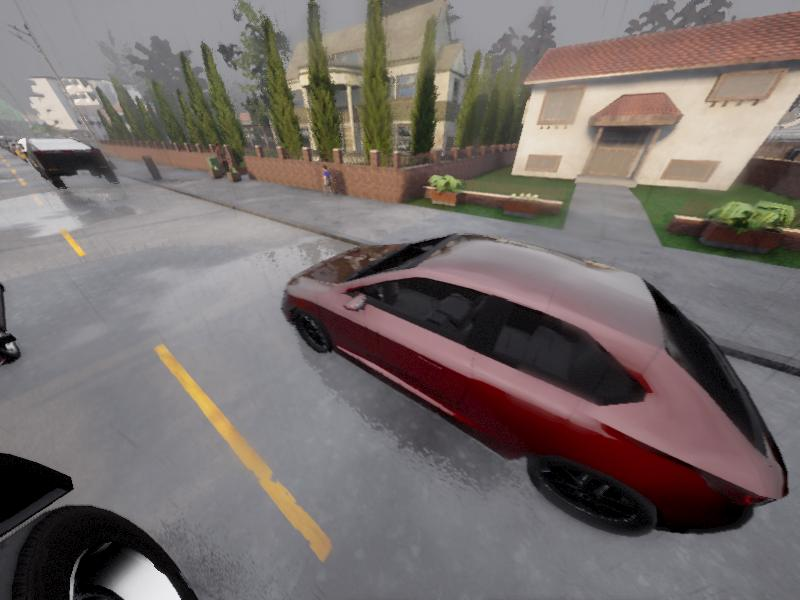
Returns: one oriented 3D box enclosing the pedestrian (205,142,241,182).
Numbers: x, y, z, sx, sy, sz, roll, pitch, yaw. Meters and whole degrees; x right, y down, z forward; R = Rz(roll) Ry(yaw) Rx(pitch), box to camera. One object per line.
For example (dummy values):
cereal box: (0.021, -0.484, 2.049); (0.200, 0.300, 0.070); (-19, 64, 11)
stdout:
pedestrian: (-9.820, -7.673, 12.874); (0.751, 1.860, 0.751); (16, 38, 21)

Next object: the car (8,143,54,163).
car: (-38.896, -15.593, 24.334); (5.366, 1.575, 1.801); (22, 40, 27)

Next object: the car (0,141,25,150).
car: (-71.321, -28.397, 42.398); (4.181, 1.385, 1.994); (22, 40, 27)

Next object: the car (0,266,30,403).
car: (-6.308, 0.182, 2.412); (4.181, 1.385, 1.994); (22, 41, 28)

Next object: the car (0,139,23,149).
car: (-79.043, -31.523, 46.643); (4.611, 1.667, 2.242); (22, 40, 27)

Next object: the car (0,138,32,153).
car: (-60.427, -24.271, 36.212); (4.605, 1.855, 1.932); (22, 40, 27)

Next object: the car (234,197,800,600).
car: (0.499, 0.091, 2.503); (4.193, 1.474, 1.816); (22, 40, 27)

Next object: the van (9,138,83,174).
van: (-26.764, -10.970, 17.471); (4.480, 2.038, 2.069); (21, 40, 28)

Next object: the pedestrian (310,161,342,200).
pedestrian: (-3.005, -4.932, 9.527); (0.751, 1.300, 0.751); (22, 41, 28)

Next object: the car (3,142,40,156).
car: (-50.543, -20.175, 30.831); (3.806, 1.475, 1.970); (22, 40, 27)

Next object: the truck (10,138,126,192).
truck: (-18.500, -7.709, 12.870); (6.274, 2.098, 2.390); (22, 40, 27)
